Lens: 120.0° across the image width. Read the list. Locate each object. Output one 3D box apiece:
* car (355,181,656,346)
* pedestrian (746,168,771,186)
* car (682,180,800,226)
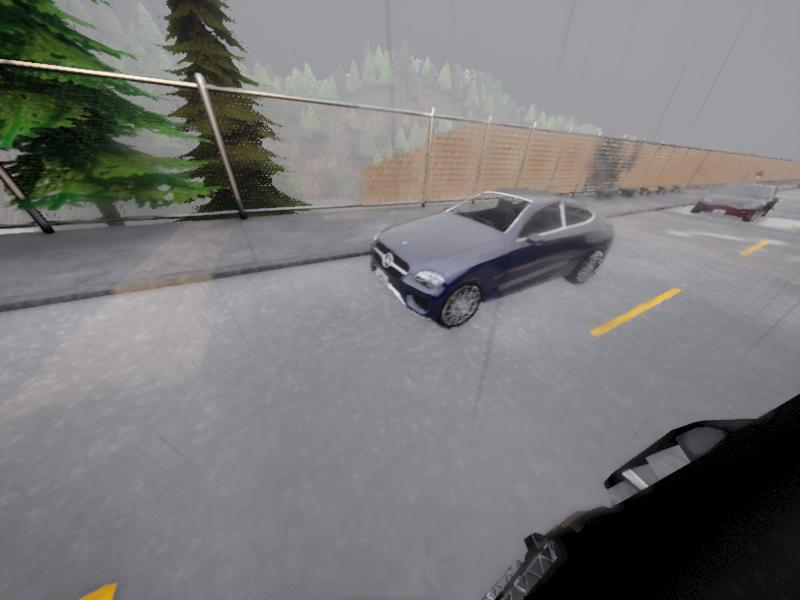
[{"bbox_3d":[1.958,-1.183,4.451,5.027,1.651,2.152,-14,37,-24],"label":"car"},{"bbox_3d":[44.227,-15.155,28.521,0.751,1.860,0.751,-14,37,-24],"label":"pedestrian"},{"bbox_3d":[16.999,-4.977,11.526,4.792,1.488,2.163,-14,37,-24],"label":"car"}]
